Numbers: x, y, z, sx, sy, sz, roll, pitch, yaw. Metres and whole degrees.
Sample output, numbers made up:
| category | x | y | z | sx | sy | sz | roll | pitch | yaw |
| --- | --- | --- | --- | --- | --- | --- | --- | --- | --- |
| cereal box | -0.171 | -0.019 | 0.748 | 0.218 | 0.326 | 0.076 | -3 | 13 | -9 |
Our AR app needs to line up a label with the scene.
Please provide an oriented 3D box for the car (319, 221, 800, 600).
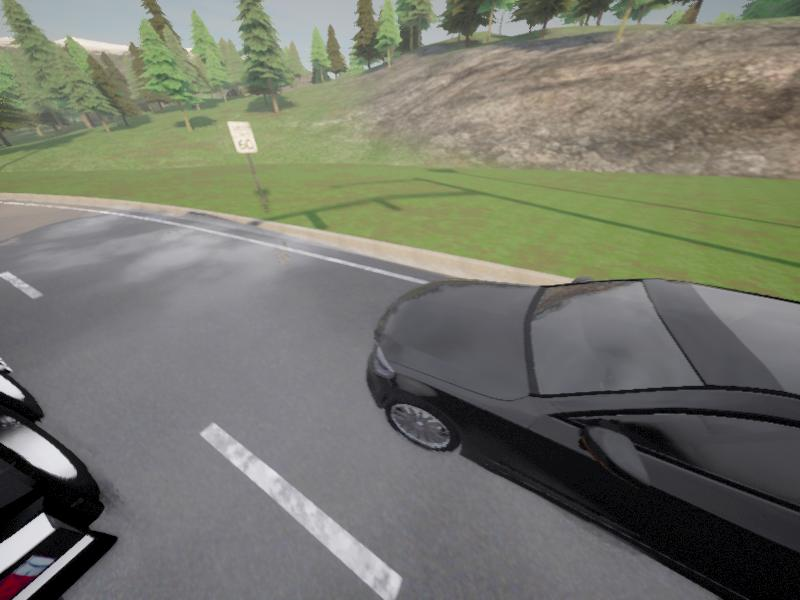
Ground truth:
| category | x | y | z | sx | sy | sz | roll | pitch | yaw |
| --- | --- | --- | --- | --- | --- | --- | --- | --- | --- |
| car | 1.934 | 0.698 | 1.702 | 4.674 | 1.442 | 1.812 | 17 | 39 | 24 |

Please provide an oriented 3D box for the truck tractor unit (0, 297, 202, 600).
| category | x | y | z | sx | sy | sz | roll | pitch | yaw |
| --- | --- | --- | --- | --- | --- | --- | --- | --- | --- |
| truck tractor unit | -5.169 | -0.236 | 0.703 | 6.516 | 4.208 | 3.053 | 16 | 38 | 22 |
